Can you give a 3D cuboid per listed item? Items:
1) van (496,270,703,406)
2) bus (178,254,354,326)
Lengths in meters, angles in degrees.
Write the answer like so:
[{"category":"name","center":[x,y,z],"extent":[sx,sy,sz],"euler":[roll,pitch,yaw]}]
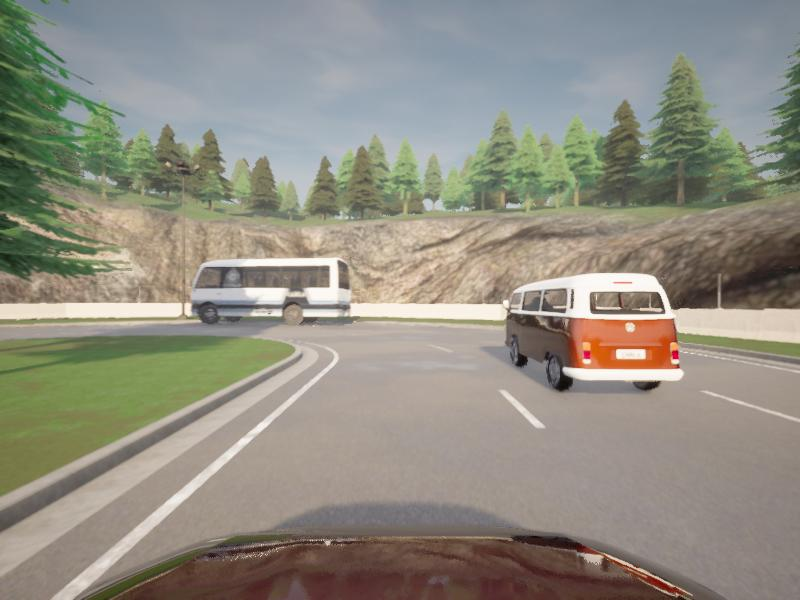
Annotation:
[{"category":"van","center":[3.545,0.573,8.278],"extent":[2.069,2.038,4.480],"euler":[0,0,0]},{"category":"bus","center":[-8.519,-0.536,26.272],"extent":[10.273,4.253,3.944],"euler":[0,-2,8]}]
